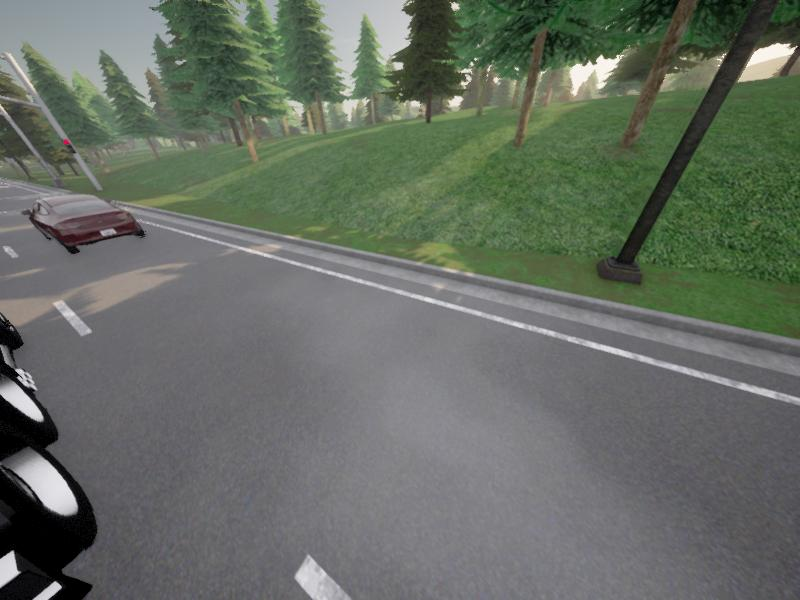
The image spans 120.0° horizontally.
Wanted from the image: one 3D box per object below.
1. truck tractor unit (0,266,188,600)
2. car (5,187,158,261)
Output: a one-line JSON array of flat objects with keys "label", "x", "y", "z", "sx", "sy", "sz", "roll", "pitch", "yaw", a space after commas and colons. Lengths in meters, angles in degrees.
[{"label": "truck tractor unit", "x": -5.151, "y": -0.202, "z": 0.982, "sx": 6.516, "sy": 4.208, "sz": 3.053, "roll": 13, "pitch": 32, "yaw": 28}, {"label": "car", "x": -10.770, "y": -2.772, "z": 7.823, "sx": 4.674, "sy": 1.442, "sz": 1.812, "roll": 17, "pitch": 38, "yaw": 25}]
